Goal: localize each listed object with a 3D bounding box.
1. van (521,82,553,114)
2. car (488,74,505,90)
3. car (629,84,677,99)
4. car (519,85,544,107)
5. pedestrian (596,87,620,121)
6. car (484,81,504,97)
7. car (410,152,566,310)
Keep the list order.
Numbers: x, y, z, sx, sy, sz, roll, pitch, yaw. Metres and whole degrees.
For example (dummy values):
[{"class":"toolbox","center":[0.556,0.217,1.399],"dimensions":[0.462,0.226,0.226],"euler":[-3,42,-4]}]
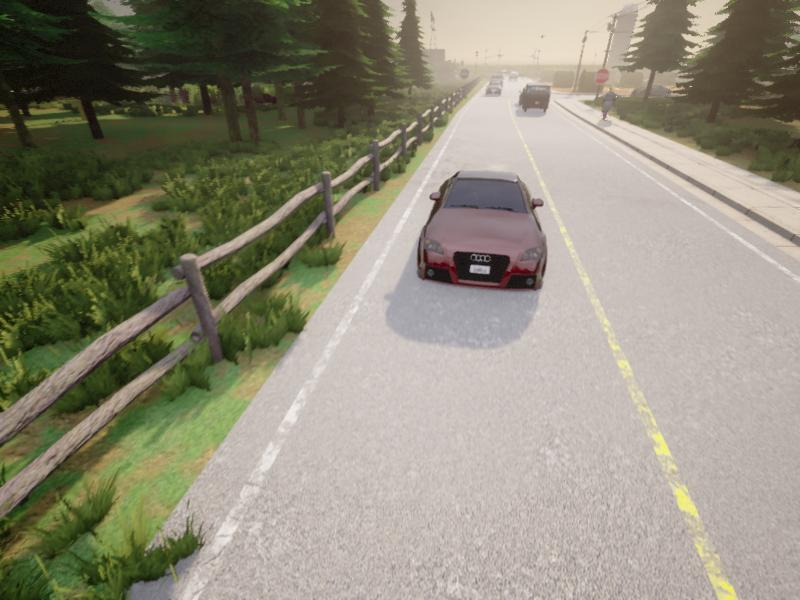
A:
[{"class":"van","center":[10.738,-16.085,31.691],"dimensions":[1.775,1.987,4.442],"euler":[6,31,10]},{"class":"car","center":[15.026,-33.924,62.226],"dimensions":[2.150,2.045,5.566],"euler":[7,31,11]},{"class":"car","center":[29.801,-24.644,47.239],"dimensions":[4.181,1.385,1.994],"euler":[5,31,7]},{"class":"car","center":[12.088,-18.931,37.067],"dimensions":[1.837,1.490,4.892],"euler":[7,31,12]},{"class":"pedestrian","center":[12.720,-11.999,24.498],"dimensions":[0.751,1.860,0.751],"euler":[6,31,9]},{"class":"car","center":[11.433,-25.615,48.498],"dimensions":[2.128,1.511,4.902],"euler":[7,31,11]},{"class":"car","center":[1.542,-1.585,7.393],"dimensions":[1.994,1.385,4.181],"euler":[6,31,9]}]
